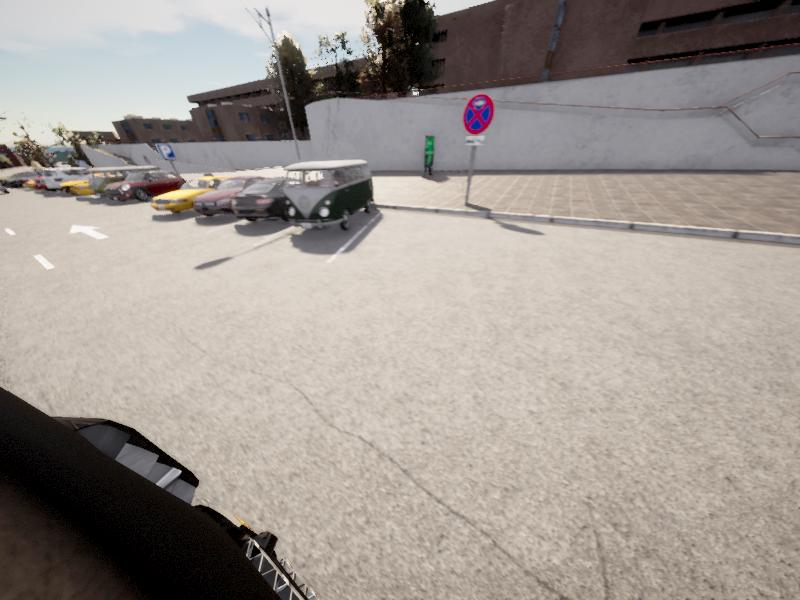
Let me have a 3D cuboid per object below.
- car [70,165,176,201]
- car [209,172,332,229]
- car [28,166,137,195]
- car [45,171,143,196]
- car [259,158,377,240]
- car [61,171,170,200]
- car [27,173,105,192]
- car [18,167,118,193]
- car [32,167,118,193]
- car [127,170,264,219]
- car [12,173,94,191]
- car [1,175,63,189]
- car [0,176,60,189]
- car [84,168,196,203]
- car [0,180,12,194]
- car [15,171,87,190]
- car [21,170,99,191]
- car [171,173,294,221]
[{"bbox_3d":[-20.415,-8.910,17.434,1.878,1.987,4.442,4,33,9],"label":"car"},{"bbox_3d":[-4.930,-4.409,9.838,2.002,1.452,4.674,4,33,10],"label":"car"},{"bbox_3d":[-30.708,-11.890,22.768,2.435,2.045,5.566,3,33,10],"label":"car"},{"bbox_3d":[-28.120,-10.948,21.573,2.097,1.535,5.008,4,33,9],"label":"car"},{"bbox_3d":[-2.374,-3.850,8.294,1.878,1.987,4.442,4,33,9],"label":"car"},{"bbox_3d":[-22.942,-9.605,19.111,1.946,1.575,5.366,4,33,10],"label":"car"},{"bbox_3d":[-38.422,-13.748,26.848,2.002,1.452,4.674,4,33,10],"label":"car"},{"bbox_3d":[-35.860,-13.276,25.348,2.435,2.045,5.566,4,33,10],"label":"car"},{"bbox_3d":[-33.302,-12.502,23.975,1.878,1.987,4.442,4,33,10],"label":"car"},{"bbox_3d":[-10.111,-5.794,12.274,1.946,1.575,5.366,4,33,9],"label":"car"},{"bbox_3d":[-43.599,-15.071,29.314,1.946,1.575,5.366,3,32,10],"label":"car"},{"bbox_3d":[-61.572,-19.862,38.833,2.097,1.535,5.008,3,32,10],"label":"car"},{"bbox_3d":[-64.130,-20.512,40.180,2.097,1.535,5.008,3,32,11],"label":"car"},{"bbox_3d":[-17.811,-8.181,16.305,2.185,1.767,4.553,4,33,9],"label":"car"},{"bbox_3d":[-45.113,-12.427,25.333,3.633,1.501,1.845,15,37,26],"label":"car"},{"bbox_3d":[-46.144,-15.976,30.760,2.185,1.767,4.553,3,32,10],"label":"car"},{"bbox_3d":[-40.998,-14.598,28.106,2.185,1.767,4.553,3,32,10],"label":"car"},{"bbox_3d":[-7.500,-5.134,11.147,2.002,1.452,4.674,4,33,9],"label":"car"}]
